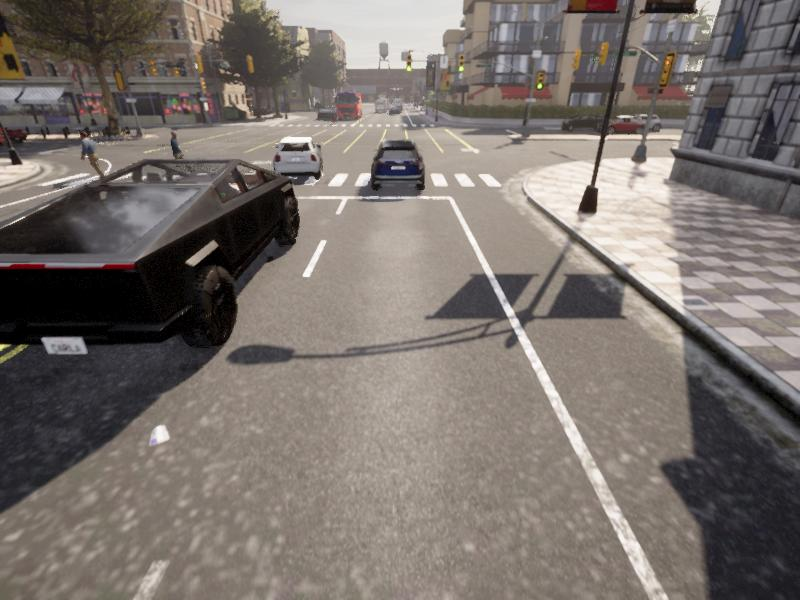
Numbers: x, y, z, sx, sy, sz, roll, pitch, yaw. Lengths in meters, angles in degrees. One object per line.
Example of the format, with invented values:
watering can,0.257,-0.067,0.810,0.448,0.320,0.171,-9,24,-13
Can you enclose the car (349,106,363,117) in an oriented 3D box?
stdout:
car,-7.335,-31.518,66.794,1.801,1.575,5.366,0,27,0

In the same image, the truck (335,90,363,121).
truck,-7.299,-28.488,58.380,2.891,3.827,8.468,0,27,0

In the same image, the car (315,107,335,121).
car,-10.790,-26.897,57.661,1.930,1.638,5.238,0,27,-1

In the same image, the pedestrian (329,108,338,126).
pedestrian,-7.582,-20.804,45.412,0.751,1.860,0.751,0,27,1

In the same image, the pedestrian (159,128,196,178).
pedestrian,-9.149,-6.079,16.520,0.751,1.860,0.751,-5,27,-9

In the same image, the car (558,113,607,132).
car,17.395,-16.993,38.320,3.705,1.549,1.789,0,27,0

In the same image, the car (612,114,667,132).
car,22.827,-16.956,38.332,3.806,1.475,1.970,0,27,0

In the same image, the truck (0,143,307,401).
truck,-3.529,-1.231,6.797,2.390,2.098,6.274,0,27,0

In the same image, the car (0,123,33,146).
car,-29.278,-11.675,28.179,4.718,1.301,1.895,0,27,0

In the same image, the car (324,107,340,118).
car,-10.818,-29.868,63.709,1.812,1.442,4.674,0,27,0

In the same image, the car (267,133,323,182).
car,-4.399,-6.260,17.351,1.970,1.475,3.806,-4,27,-8

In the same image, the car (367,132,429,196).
car,-0.073,-5.438,15.572,2.033,1.649,4.856,0,27,0

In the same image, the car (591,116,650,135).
car,19.326,-15.369,35.218,3.806,1.475,1.970,0,27,0

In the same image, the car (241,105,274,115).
car,-25.664,-34.257,72.228,4.974,1.542,2.038,0,27,1

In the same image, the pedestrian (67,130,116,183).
pedestrian,-11.979,-5.597,15.575,0.751,1.860,0.751,-2,27,-4

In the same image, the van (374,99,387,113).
van,-3.914,-40.071,82.634,2.351,2.431,6.366,0,27,0

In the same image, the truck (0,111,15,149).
truck,-29.877,-11.210,24.483,8.468,3.827,2.891,0,27,0

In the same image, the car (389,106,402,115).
car,-0.822,-34.974,73.809,1.994,1.385,4.181,3,27,5
